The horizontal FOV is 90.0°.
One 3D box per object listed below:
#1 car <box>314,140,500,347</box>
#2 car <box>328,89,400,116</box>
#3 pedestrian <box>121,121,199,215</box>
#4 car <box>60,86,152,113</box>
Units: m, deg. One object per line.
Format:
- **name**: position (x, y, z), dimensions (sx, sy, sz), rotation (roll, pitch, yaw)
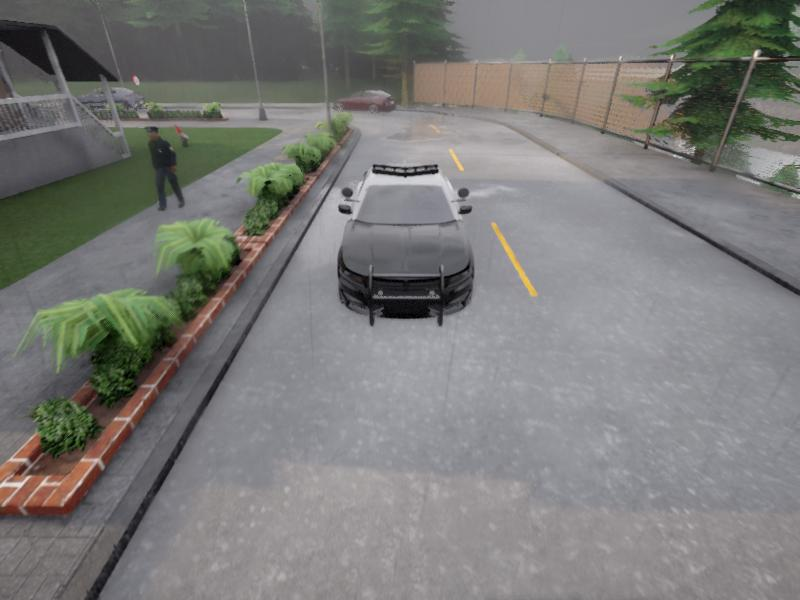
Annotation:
- **car**: position (0.087, -1.442, 6.818), dimensions (1.930, 1.638, 5.238), rotation (0, 30, 0)
- **car**: position (-2.624, -14.541, 29.329), dimensions (4.792, 1.488, 2.163), rotation (15, 34, 24)
- **pedestrian**: position (-5.213, -2.889, 8.817), dimensions (0.751, 1.860, 0.751), rotation (0, 30, 1)
- **car**: position (-22.062, -15.155, 30.233), dimensions (5.027, 1.651, 2.152), rotation (0, 30, 0)
